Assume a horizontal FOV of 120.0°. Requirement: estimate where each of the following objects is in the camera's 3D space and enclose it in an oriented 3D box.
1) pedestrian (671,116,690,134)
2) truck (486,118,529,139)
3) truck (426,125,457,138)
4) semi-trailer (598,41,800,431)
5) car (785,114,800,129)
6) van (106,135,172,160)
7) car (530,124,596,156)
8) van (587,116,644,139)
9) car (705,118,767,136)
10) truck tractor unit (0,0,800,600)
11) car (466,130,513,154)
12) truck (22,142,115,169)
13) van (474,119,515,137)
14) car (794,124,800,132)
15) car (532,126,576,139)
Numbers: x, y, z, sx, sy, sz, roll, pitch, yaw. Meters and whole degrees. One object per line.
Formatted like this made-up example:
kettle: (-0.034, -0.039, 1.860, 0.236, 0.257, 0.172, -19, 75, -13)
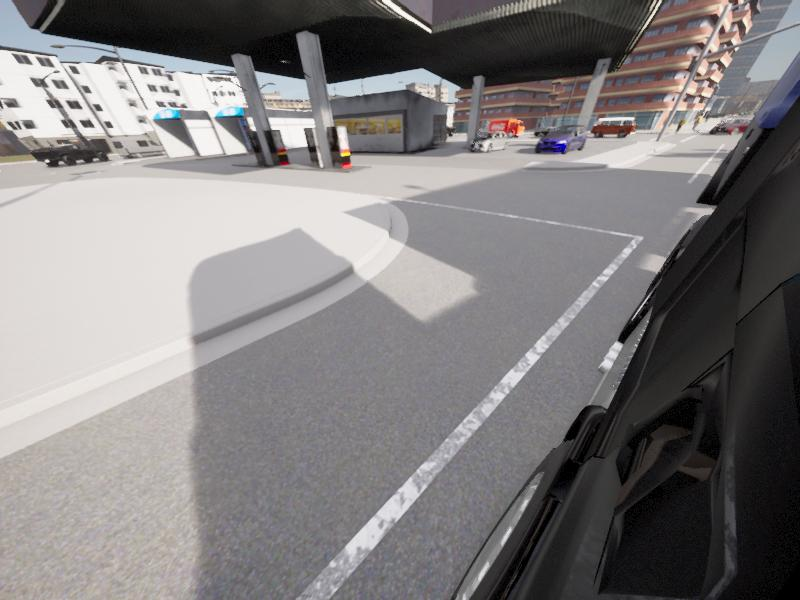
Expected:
pedestrian: (35.711, -22.286, 29.434, 0.751, 1.860, 0.751, 27, 46, 33)
truck: (17.240, -27.669, 37.345, 2.627, 2.467, 5.204, -29, 44, -30)
truck: (8.804, -36.296, 49.701, 2.390, 2.098, 6.274, -29, 44, -30)
semi-trailer: (8.688, -3.620, 4.226, 14.254, 4.402, 2.717, -28, 44, -30)
car: (52.841, -23.346, 30.087, 4.792, 1.488, 2.163, -28, 44, -30)
van: (-38.111, -22.591, 34.127, 1.988, 2.561, 5.915, 5, 37, 10)
car: (12.318, -12.149, 17.451, 4.611, 1.667, 2.242, -28, 44, -30)
van: (26.539, -21.324, 28.640, 2.069, 2.038, 4.480, -29, 44, -31)
car: (37.930, -19.616, 26.182, 4.181, 1.385, 1.994, -9, 37, -9)
truck tractor unit: (2.645, -0.295, 0.351, 6.516, 4.208, 3.053, -28, 44, -30)
car: (8.047, -14.232, 20.773, 3.806, 1.475, 1.970, -28, 44, -30)
truck: (-39.011, -17.384, 27.614, 2.390, 2.098, 6.274, -5, 37, -3)
van: (16.961, -31.042, 41.893, 2.351, 2.431, 6.366, -29, 44, -30)
car: (44.513, -18.623, 24.201, 1.930, 1.638, 5.238, 28, 46, 34)
car: (22.050, -24.040, 33.174, 1.895, 1.301, 4.718, -29, 44, -30)
